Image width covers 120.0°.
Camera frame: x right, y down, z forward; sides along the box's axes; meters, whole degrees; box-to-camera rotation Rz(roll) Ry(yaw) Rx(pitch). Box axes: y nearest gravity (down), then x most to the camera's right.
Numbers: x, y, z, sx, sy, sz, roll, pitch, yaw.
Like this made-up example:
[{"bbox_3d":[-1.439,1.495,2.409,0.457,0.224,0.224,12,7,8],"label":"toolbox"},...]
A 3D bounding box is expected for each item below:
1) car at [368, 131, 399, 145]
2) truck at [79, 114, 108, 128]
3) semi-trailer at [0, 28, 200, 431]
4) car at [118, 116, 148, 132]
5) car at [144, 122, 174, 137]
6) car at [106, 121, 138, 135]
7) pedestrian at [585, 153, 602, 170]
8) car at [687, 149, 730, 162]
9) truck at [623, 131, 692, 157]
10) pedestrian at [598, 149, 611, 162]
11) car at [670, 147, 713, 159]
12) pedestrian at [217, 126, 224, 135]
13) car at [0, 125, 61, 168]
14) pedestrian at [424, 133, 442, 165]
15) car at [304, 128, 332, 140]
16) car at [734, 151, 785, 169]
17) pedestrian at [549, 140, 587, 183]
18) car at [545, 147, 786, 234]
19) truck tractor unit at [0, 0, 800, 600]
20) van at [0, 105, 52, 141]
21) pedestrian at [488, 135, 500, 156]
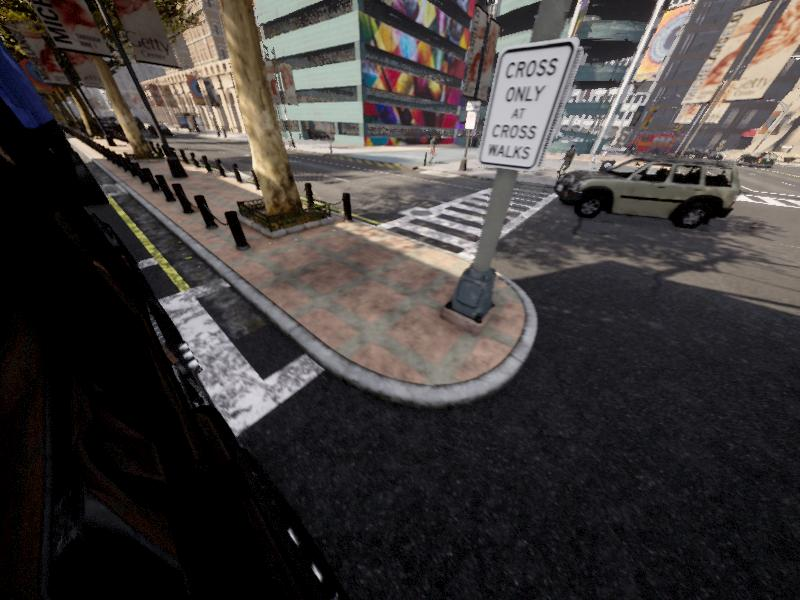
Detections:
[{"bbox_3d":[-2.702,-26.079,37.200,4.902,1.511,2.128,27,43,29],"label":"car"},{"bbox_3d":[-62.405,-36.520,47.026,6.274,2.098,2.390,27,43,29],"label":"truck"},{"bbox_3d":[-8.633,-3.643,4.300,14.254,4.402,2.717,29,44,31],"label":"semi-trailer"},{"bbox_3d":[-47.826,-31.609,41.416,5.566,2.045,2.150,27,43,29],"label":"car"},{"bbox_3d":[-34.696,-24.550,33.245,3.806,1.475,1.970,27,43,29],"label":"car"},{"bbox_3d":[-38.718,-23.953,32.158,4.892,1.490,1.837,27,43,29],"label":"car"},{"bbox_3d":[15.395,-11.075,18.411,0.500,1.100,0.500,-19,42,-26],"label":"pedestrian"},{"bbox_3d":[49.890,-23.502,37.533,1.994,1.385,4.181,10,37,9],"label":"car"},{"bbox_3d":[50.878,-31.428,46.218,2.891,3.827,8.468,-3,37,-7],"label":"truck"},{"bbox_3d":[22.183,-15.666,25.055,0.500,1.100,0.500,32,45,33],"label":"pedestrian"},{"bbox_3d":[54.476,-27.637,43.351,2.128,1.511,4.902,2,37,-1],"label":"car"},{"bbox_3d":[-30.651,-28.914,39.420,0.500,1.100,0.500,28,44,30],"label":"pedestrian"},{"bbox_3d":[-19.739,-7.919,11.802,4.792,1.488,2.163,27,43,29],"label":"car"},{"bbox_3d":[2.376,-10.817,16.562,0.751,1.860,0.751,30,44,32],"label":"pedestrian"},{"bbox_3d":[-14.276,-28.883,40.281,4.786,1.482,2.161,27,43,29],"label":"car"},{"bbox_3d":[47.086,-18.478,30.417,1.789,1.549,3.705,17,39,18],"label":"car"},{"bbox_3d":[9.016,-7.462,12.476,0.751,1.860,0.751,-20,42,-27],"label":"pedestrian"},{"bbox_3d":[7.933,-3.735,7.660,4.605,1.855,1.932,10,38,10],"label":"car"},{"bbox_3d":[-2.645,-0.295,0.351,6.516,4.208,3.053,28,44,30],"label":"truck tractor unit"},{"bbox_3d":[-35.412,-16.458,21.484,6.366,2.431,2.351,27,43,29],"label":"van"},{"bbox_3d":[10.358,-17.011,25.445,0.751,1.860,0.751,16,39,17],"label":"pedestrian"}]
